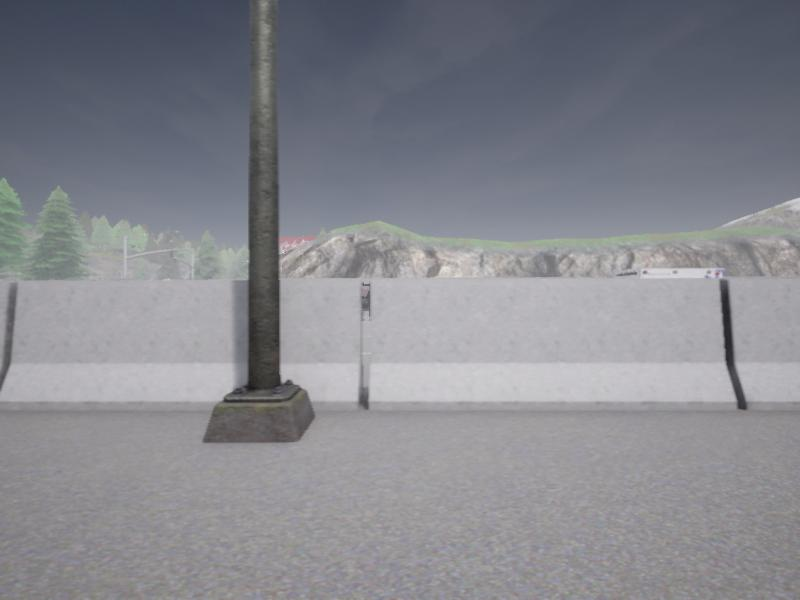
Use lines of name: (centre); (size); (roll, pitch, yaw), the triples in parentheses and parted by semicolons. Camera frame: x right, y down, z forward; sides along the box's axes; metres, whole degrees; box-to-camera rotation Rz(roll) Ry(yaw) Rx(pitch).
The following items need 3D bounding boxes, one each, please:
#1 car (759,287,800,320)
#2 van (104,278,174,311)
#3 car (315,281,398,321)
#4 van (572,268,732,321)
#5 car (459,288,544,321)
car: (21.049, 0.166, 19.696); (5.008, 1.535, 1.882); (0, 0, 0)
van: (-21.614, -0.410, 33.531); (1.988, 2.561, 5.915); (0, 0, 0)
car: (-2.038, 0.054, 19.702); (3.866, 1.878, 1.905); (0, 0, 0)
van: (12.186, -0.254, 19.697); (6.366, 2.431, 2.351); (0, 0, 0)
car: (4.897, 0.204, 19.699); (3.705, 1.549, 1.789); (0, 0, 0)
